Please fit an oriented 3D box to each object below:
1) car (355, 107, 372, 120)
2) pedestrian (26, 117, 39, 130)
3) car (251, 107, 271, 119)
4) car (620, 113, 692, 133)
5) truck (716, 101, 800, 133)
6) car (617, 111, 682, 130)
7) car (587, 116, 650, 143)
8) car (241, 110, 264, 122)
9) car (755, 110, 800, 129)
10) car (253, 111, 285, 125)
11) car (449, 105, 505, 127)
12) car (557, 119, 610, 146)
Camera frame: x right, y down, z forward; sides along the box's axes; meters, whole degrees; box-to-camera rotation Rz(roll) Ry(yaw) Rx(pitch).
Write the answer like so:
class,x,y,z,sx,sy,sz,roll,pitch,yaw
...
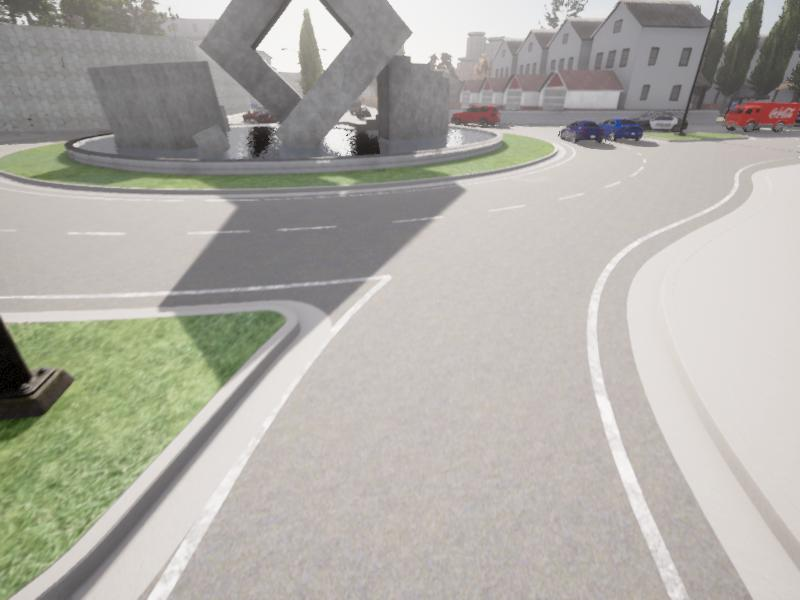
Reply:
class,x,y,z,sx,sy,sz,roll,pitch,yaw
car,-5.378,-27.455,58.845,1.816,1.474,4.193,-6,28,-11
pedestrian,-35.095,-16.818,38.197,0.500,1.100,0.500,-15,31,-27
car,-21.115,-28.541,60.993,2.038,1.542,4.974,-4,27,-7
car,23.215,-16.128,36.456,4.974,1.542,2.038,1,27,3
truck,32.644,-16.629,36.387,5.204,2.467,2.627,-2,27,-5
car,24.488,-17.715,39.452,4.856,1.649,2.033,1,27,1
car,16.376,-12.986,30.331,1.882,1.535,5.008,-1,27,-1
car,-20.080,-25.231,54.764,1.895,1.301,4.718,-3,27,-6
car,39.463,-18.326,40.553,5.238,1.638,1.930,-4,27,-9
car,-16.147,-22.594,49.500,1.994,1.385,4.181,4,27,7
car,8.422,-20.409,44.348,5.566,2.045,2.150,18,32,32
car,13.082,-12.173,28.859,1.812,1.442,4.674,1,27,2
